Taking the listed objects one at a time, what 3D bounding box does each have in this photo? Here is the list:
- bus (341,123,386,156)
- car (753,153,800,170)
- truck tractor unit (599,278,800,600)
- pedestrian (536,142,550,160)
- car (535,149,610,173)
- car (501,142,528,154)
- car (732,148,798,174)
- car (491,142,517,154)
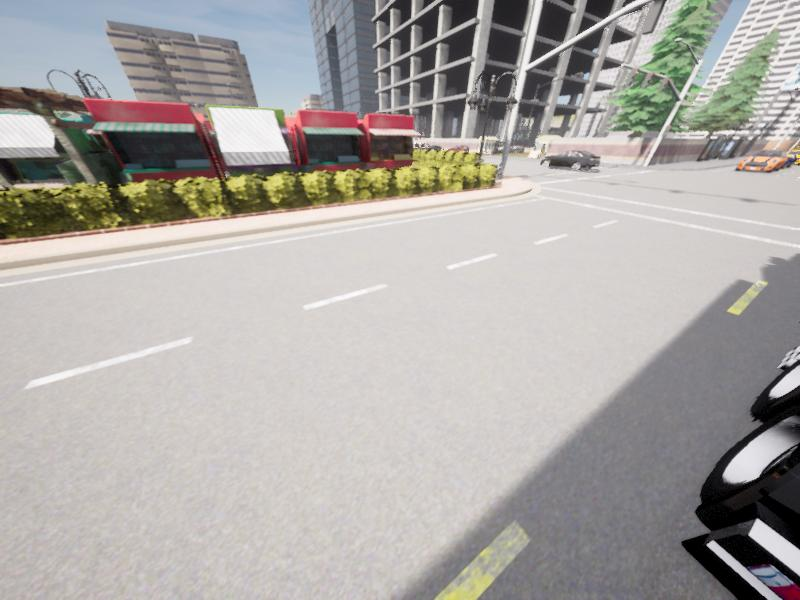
[{"bbox_3d":[-6.610,-28.378,41.058,3.944,4.253,10.273,-18,38,-24],"label":"bus"},{"bbox_3d":[39.582,-14.573,24.170,4.718,1.301,1.895,-18,39,-24],"label":"car"},{"bbox_3d":[5.135,-0.276,0.746,6.516,4.208,3.053,-17,39,-23],"label":"truck tractor unit"},{"bbox_3d":[18.660,-19.483,30.198,0.751,1.860,0.751,-12,37,-17],"label":"pedestrian"},{"bbox_3d":[15.513,-12.828,21.198,2.128,1.511,4.902,-16,38,-22],"label":"car"},{"bbox_3d":[21.940,-29.272,44.382,1.905,1.878,3.866,-18,39,-24],"label":"car"},{"bbox_3d":[33.476,-12.845,21.198,4.553,1.767,2.097,-18,39,-24],"label":"car"},{"bbox_3d":[19.377,-28.458,43.190,1.905,1.878,3.866,-18,39,-24],"label":"car"}]
